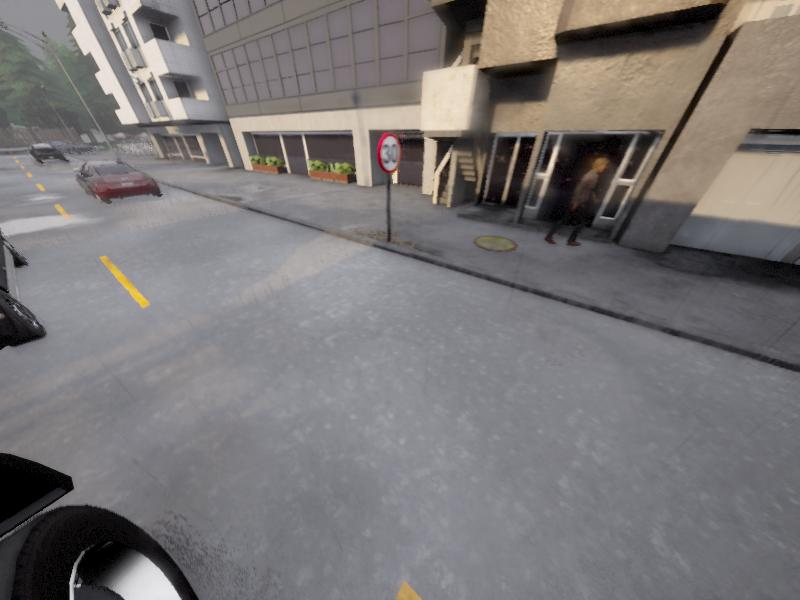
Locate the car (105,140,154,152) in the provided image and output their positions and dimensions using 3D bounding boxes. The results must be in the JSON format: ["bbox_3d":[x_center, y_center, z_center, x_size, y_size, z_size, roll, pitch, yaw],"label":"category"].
[{"bbox_3d":[-46.952,-26.849,40.190,2.152,1.651,5.027,21,40,27],"label":"car"}]

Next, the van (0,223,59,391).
[{"bbox_3d":[-7.075,-0.775,2.746,5.915,2.561,1.988,22,41,28],"label":"van"}]

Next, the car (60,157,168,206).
[{"bbox_3d":[-12.656,-5.383,10.251,4.181,1.385,1.994,22,41,28],"label":"car"}]

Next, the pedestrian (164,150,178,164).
[{"bbox_3d":[-21.030,-13.144,21.241,0.500,1.100,0.500,-19,40,-25],"label":"pedestrian"}]

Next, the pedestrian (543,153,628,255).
[{"bbox_3d":[3.948,-2.075,5.049,0.751,1.860,0.751,23,41,29],"label":"pedestrian"}]

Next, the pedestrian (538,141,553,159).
[{"bbox_3d":[18.442,-19.088,29.348,0.751,1.860,0.751,-10,37,-15],"label":"pedestrian"}]

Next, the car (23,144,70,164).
[{"bbox_3d":[-35.947,-14.921,23.474,4.892,1.490,1.837,22,41,28],"label":"car"}]

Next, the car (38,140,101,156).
[{"bbox_3d":[-46.406,-21.559,32.692,2.152,1.651,5.027,-6,36,-8],"label":"car"}]
